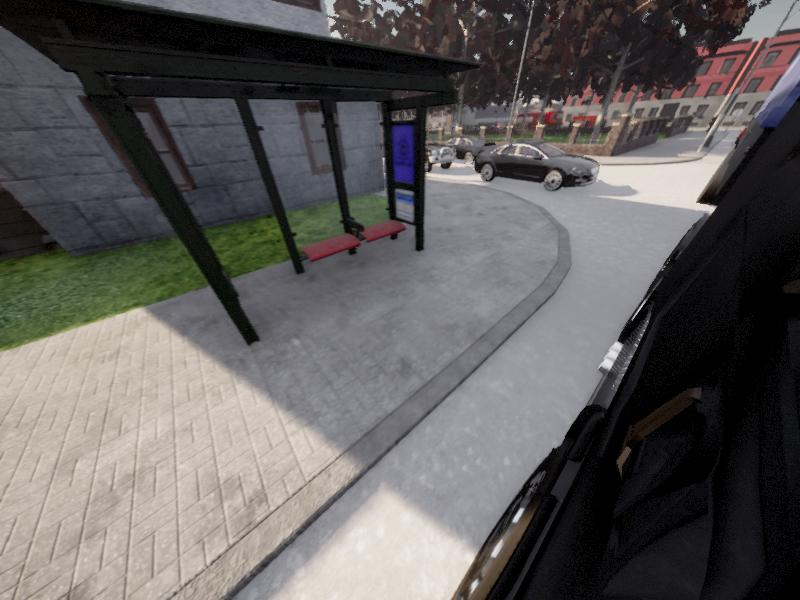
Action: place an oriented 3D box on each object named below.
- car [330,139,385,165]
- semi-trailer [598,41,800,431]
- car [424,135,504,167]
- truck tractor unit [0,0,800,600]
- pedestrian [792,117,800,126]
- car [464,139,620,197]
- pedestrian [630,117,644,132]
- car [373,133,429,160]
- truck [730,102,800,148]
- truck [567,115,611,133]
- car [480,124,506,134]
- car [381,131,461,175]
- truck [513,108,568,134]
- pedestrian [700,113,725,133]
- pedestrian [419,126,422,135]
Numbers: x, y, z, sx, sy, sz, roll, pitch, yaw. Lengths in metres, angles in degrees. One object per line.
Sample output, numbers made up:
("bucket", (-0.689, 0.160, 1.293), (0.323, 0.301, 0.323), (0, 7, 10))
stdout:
("car", (-3.438, -11.891, 18.426), (1.837, 1.490, 4.892), (-28, 44, -30))
("semi-trailer", (8.692, -3.611, 4.230), (14.254, 4.402, 2.717), (-28, 44, -30))
("car", (4.172, -10.388, 15.944), (2.128, 1.511, 4.902), (-28, 44, -30))
("truck tractor unit", (2.645, -0.295, 0.352), (6.516, 4.208, 3.053), (-28, 44, -30))
("pedestrian", (55.855, -25.147, 31.887), (0.751, 1.860, 0.751), (24, 45, 31))
("car", (5.432, -5.726, 9.664), (2.128, 1.511, 4.902), (-26, 43, -28))
("pedestrian", (35.990, -26.638, 35.096), (0.751, 1.860, 0.751), (-27, 43, -29))
("car", (-0.012, -13.479, 20.217), (2.033, 1.649, 4.856), (-30, 45, -31))
("truck", (27.623, -12.955, 17.114), (5.204, 2.467, 2.627), (-28, 44, -30))
("truck", (34.526, -32.264, 42.375), (2.627, 2.467, 5.204), (-29, 44, -30))
("car", (21.988, -40.532, 54.853), (2.152, 1.651, 5.027), (-28, 44, -30))
("car", (1.081, -8.967, 13.938), (1.932, 1.855, 4.605), (-28, 44, -30))
("truck", (28.608, -36.842, 47.702), (2.891, 3.827, 8.468), (-28, 44, -30))
("pedestrian", (37.949, -21.445, 28.067), (0.751, 1.860, 0.751), (-1, 37, 3))
("pedestrian", (5.720, -47.377, 64.550), (0.751, 1.860, 0.751), (-28, 44, -30))
